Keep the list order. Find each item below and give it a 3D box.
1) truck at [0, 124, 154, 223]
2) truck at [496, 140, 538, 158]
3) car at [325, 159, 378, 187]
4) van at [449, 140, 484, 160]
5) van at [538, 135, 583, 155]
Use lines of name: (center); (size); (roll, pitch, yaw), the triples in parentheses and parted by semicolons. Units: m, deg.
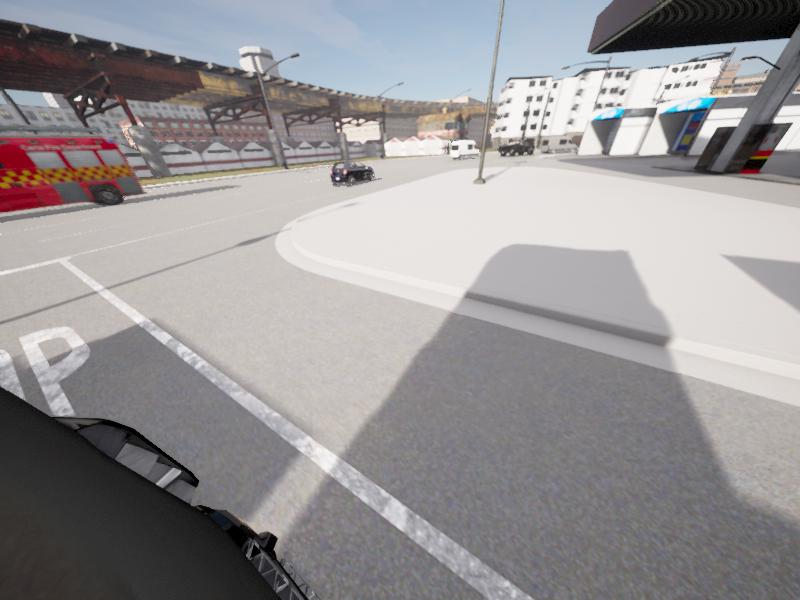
truck: (-19.520, -6.363, 11.651); (2.891, 3.827, 8.468); (16, 38, 26)
truck: (19.697, -25.402, 38.867); (6.274, 2.098, 2.390); (-16, 36, -19)
car: (-3.484, -9.584, 17.329); (1.845, 1.501, 3.633); (16, 38, 26)
van: (11.051, -24.848, 38.314); (5.915, 2.561, 1.988); (-25, 39, -29)
van: (27.825, -26.979, 40.208); (5.915, 2.561, 1.988); (-7, 34, -6)
